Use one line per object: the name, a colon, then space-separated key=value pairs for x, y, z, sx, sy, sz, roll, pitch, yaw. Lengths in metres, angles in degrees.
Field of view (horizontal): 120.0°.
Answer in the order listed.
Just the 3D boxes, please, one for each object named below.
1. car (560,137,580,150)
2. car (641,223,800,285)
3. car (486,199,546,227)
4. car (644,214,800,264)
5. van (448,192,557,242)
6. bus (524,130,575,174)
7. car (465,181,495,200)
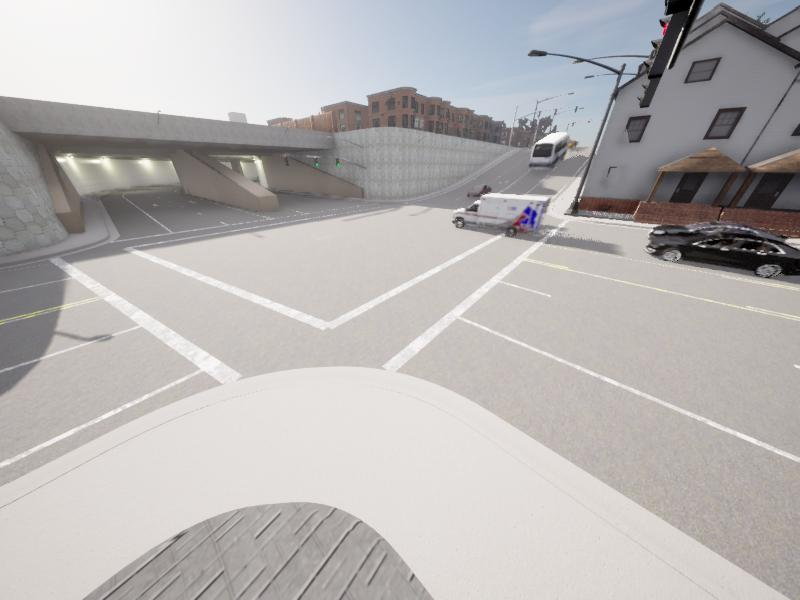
car: x=34.876 y=-32.092 z=47.415 sx=1.801 sy=1.575 sz=5.366 roll=26 pitch=48 yaw=36
car: x=15.149 y=-2.385 z=10.948 sx=4.892 sy=1.490 sz=1.837 roll=24 pitch=38 yaw=35
car: x=9.829 y=-7.610 z=19.953 sx=1.851 sy=1.617 sz=3.988 roll=-19 pitch=35 yaw=-30
car: x=17.615 y=-3.637 z=13.100 sx=4.902 sy=1.511 sz=2.128 roll=24 pitch=38 yaw=35
van: x=7.029 y=-6.173 z=16.610 sx=6.366 sy=2.431 sz=2.351 roll=21 pitch=36 yaw=31
bus: x=25.371 y=-25.245 z=39.192 sx=3.944 sy=4.253 sz=10.273 roll=24 pitch=51 yaw=34
car: x=11.124 y=-15.225 z=32.043 sx=1.812 sy=1.442 sz=4.674 roll=25 pitch=45 yaw=36
